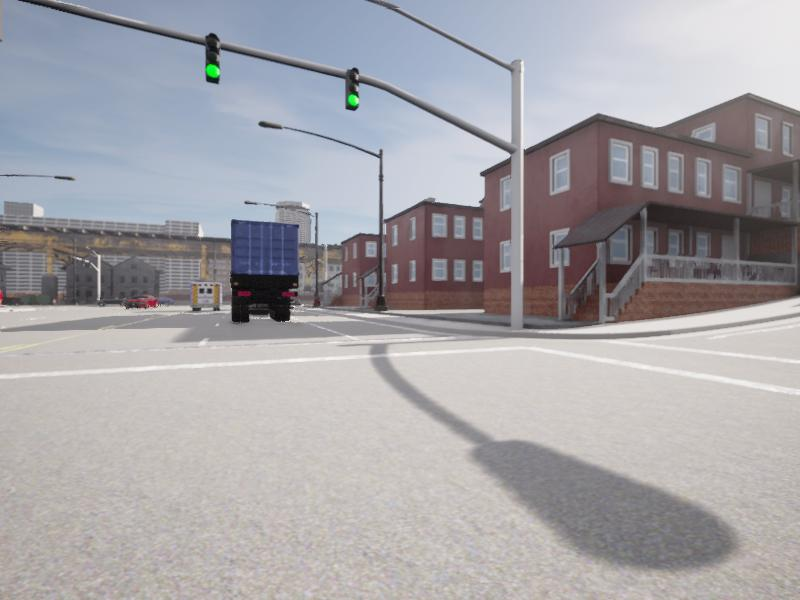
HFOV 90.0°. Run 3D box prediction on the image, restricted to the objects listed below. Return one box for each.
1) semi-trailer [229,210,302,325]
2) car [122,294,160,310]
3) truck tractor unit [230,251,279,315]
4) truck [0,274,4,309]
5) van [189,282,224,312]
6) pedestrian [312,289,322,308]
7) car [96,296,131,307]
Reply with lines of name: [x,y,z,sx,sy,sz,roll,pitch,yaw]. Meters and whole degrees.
semi-trailer: [-7.955,-1.223,22.395,2.717,4.402,14.254,0,0,-22]
car: [-26.518,0.206,41.156,1.882,1.535,5.008,0,0,-16]
truck tractor unit: [-10.929,-1.123,29.733,3.053,4.208,6.516,0,0,-22]
truck: [-47.392,-0.956,41.555,8.468,3.827,2.891,0,0,-22]
van: [-17.092,-0.231,35.627,2.351,2.431,6.366,0,0,-22]
pedestrian: [-8.229,-0.115,39.665,0.751,1.860,0.751,0,0,-28]
car: [-39.977,0.189,55.889,3.705,1.549,1.789,0,0,-22]
